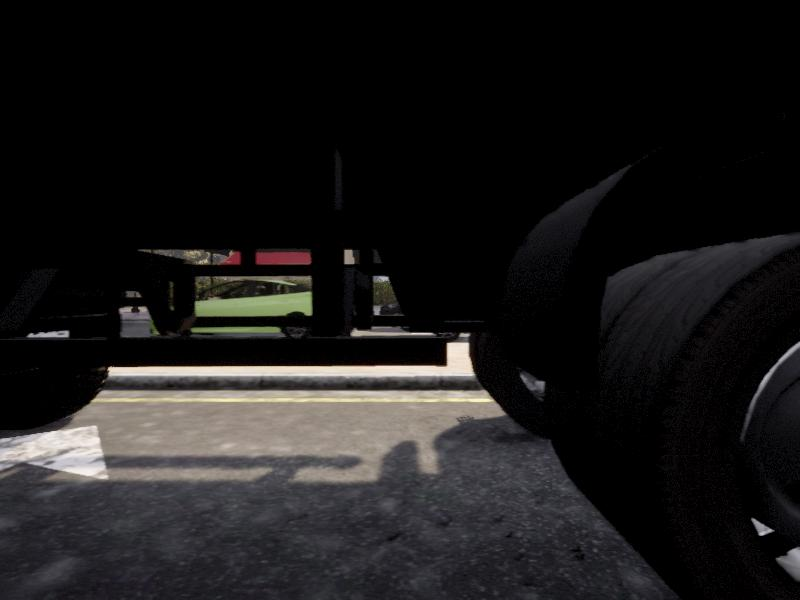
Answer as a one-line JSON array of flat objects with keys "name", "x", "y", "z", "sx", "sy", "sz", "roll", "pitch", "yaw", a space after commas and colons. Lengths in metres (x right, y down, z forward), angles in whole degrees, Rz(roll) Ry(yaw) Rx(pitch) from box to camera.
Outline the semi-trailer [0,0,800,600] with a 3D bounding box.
[{"name": "semi-trailer", "x": 5.012, "y": -1.216, "z": 2.228, "sx": 14.254, "sy": 4.402, "sz": 2.717, "roll": 0, "pitch": 0, "yaw": 0}]

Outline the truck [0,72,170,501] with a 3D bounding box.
[{"name": "truck", "x": -5.095, "y": -0.043, "z": 2.195, "sx": 6.274, "sy": 2.098, "sz": 2.390, "roll": -1, "pitch": 0, "yaw": 0}]

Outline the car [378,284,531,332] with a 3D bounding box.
[{"name": "car", "x": 1.741, "y": 0.243, "z": 13.701, "sx": 4.892, "sy": 1.490, "sz": 1.837, "roll": -1, "pitch": 0, "yaw": 0}]

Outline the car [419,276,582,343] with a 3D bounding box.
[{"name": "car", "x": 2.379, "y": 0.215, "z": 10.202, "sx": 3.705, "sy": 1.549, "sz": 1.789, "roll": 0, "pitch": 0, "yaw": 0}]

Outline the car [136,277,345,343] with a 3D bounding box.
[{"name": "car", "x": -3.804, "y": 0.226, "z": 10.196, "sx": 4.514, "sy": 1.525, "sz": 2.007, "roll": 0, "pitch": 0, "yaw": 0}]
